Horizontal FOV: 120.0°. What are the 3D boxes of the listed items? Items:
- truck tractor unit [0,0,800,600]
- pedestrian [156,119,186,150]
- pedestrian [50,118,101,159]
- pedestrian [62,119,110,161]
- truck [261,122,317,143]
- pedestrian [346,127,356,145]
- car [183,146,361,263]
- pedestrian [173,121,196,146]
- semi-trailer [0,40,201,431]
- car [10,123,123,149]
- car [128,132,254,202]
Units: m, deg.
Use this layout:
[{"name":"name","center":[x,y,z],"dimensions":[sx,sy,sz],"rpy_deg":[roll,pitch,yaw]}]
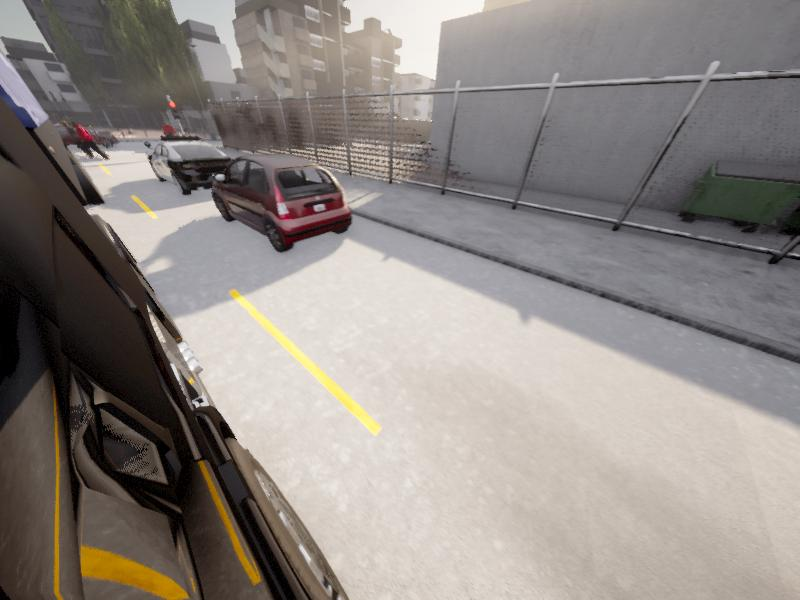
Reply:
[{"name":"truck tractor unit","center":[-2.645,-0.295,0.352],"dimensions":[6.516,4.208,3.053],"rpy_deg":[28,44,30]},{"name":"pedestrian","center":[-17.397,-12.551,17.586],"dimensions":[0.751,1.860,0.751],"rpy_deg":[-10,39,-16]},{"name":"pedestrian","center":[-18.778,-9.353,13.410],"dimensions":[0.751,1.860,0.751],"rpy_deg":[15,39,16]},{"name":"pedestrian","center":[-17.381,-8.861,12.838],"dimensions":[0.751,1.860,0.751],"rpy_deg":[27,43,29]},{"name":"truck","center":[-15.210,-23.294,32.126],"dimensions":[2.390,2.098,6.274],"rpy_deg":[28,43,30]},{"name":"pedestrian","center":[-6.187,-20.806,29.338],"dimensions":[0.751,1.860,0.751],"rpy_deg":[-23,44,-30]},{"name":"car","center":[-3.049,-2.573,5.564],"dimensions":[3.988,1.617,1.851],"rpy_deg":[28,44,30]},{"name":"pedestrian","center":[-19.958,-15.398,21.425],"dimensions":[0.751,1.860,0.751],"rpy_deg":[31,45,33]},{"name":"semi-trailer","center":[-8.680,-3.611,4.254],"dimensions":[14.254,4.402,2.717],"rpy_deg":[28,44,30]},{"name":"car","center":[-25.049,-12.523,17.653],"dimensions":[1.812,1.442,4.674],"rpy_deg":[28,44,30]},{"name":"car","center":[-8.128,-5.345,8.931],"dimensions":[5.238,1.638,1.930],"rpy_deg":[27,43,29]}]
